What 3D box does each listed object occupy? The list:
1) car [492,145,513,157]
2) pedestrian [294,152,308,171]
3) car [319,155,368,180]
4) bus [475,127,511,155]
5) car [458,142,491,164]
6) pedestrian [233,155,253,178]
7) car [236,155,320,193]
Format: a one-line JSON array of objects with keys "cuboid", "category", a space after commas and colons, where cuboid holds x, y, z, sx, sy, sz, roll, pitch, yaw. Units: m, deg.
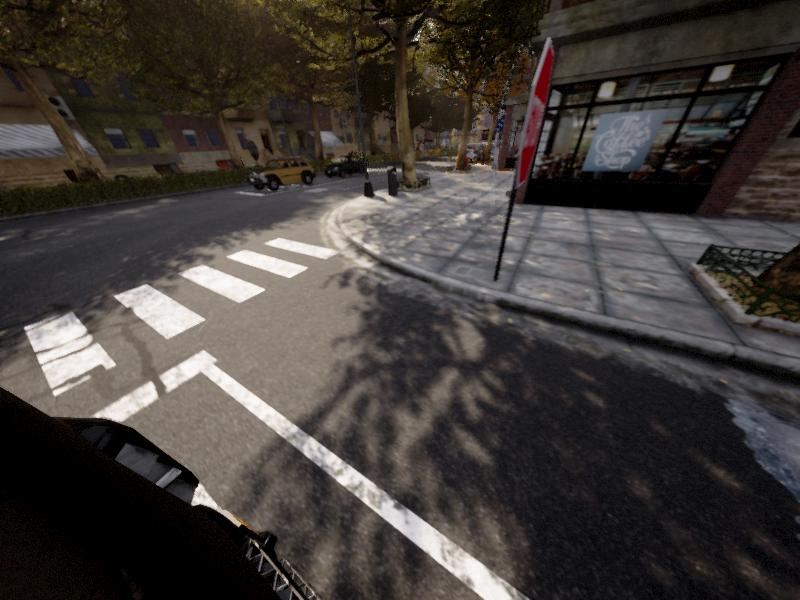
[{"cuboid": [17.769, -25.770, 39.841, 2.231, 1.521, 4.892, 17, 38, 27], "category": "car"}, {"cuboid": [-11.759, -16.432, 27.362, 0.751, 1.860, 0.751, 15, 37, 24], "category": "pedestrian"}, {"cuboid": [-4.955, -11.982, 20.750, 1.851, 1.617, 3.988, 17, 39, 27], "category": "car"}, {"cuboid": [19.014, -32.299, 47.003, 3.944, 4.253, 10.273, 17, 38, 27], "category": "bus"}, {"cuboid": [9.731, -19.108, 29.944, 2.435, 2.045, 5.566, 17, 38, 27], "category": "car"}, {"cuboid": [-15.408, -13.135, 22.699, 0.751, 1.860, 0.751, 17, 38, 27], "category": "pedestrian"}, {"cuboid": [-8.242, -8.940, 16.198, 1.932, 1.855, 4.605, 16, 38, 26], "category": "car"}]
